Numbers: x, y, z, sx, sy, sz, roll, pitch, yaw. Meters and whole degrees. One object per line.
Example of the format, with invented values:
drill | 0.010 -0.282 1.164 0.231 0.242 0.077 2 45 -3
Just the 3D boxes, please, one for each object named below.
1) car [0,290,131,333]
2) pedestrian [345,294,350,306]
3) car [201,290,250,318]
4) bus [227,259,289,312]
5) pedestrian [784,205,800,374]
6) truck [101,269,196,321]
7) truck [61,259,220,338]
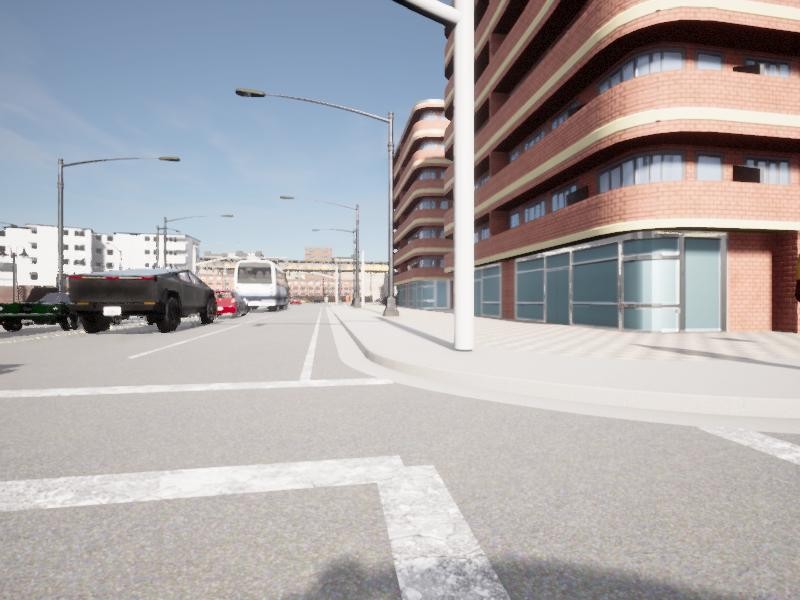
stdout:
car | -11.929 0.343 14.515 1.895 1.301 4.718 0 0 -11
pedestrian | -8.764 -0.018 66.631 0.751 1.860 0.751 0 0 -11
car | -10.050 0.227 23.291 1.845 1.501 3.633 0 0 -11
bus | -12.903 -1.135 37.474 3.944 4.253 10.273 0 0 -11
pedestrian | 4.931 -0.115 4.507 0.751 1.860 0.751 0 0 34
truck | -13.307 -0.244 21.689 2.627 2.467 5.204 0 0 -11
truck | -8.363 -0.057 13.916 2.390 2.098 6.274 0 0 -10
